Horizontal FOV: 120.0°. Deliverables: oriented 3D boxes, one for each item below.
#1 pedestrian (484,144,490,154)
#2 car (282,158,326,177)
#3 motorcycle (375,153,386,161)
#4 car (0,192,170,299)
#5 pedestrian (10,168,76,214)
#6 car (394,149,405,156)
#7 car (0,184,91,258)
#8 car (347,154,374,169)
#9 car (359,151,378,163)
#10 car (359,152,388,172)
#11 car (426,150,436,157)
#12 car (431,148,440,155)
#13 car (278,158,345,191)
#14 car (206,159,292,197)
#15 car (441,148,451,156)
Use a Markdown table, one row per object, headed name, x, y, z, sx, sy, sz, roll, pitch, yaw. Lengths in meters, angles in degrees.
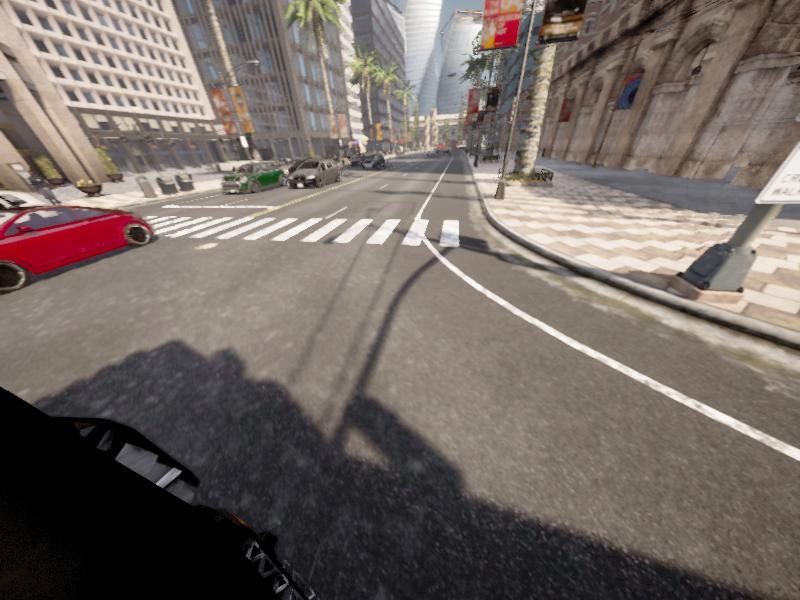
| name | x | y | z | sx | sy | sz | roll | pitch | yaw |
| --- | --- | --- | --- | --- | --- | --- | --- | --- | --- |
| pedestrian | 18.745 | -32.509 | 49.706 | 0.751 | 1.860 | 0.751 | 7 | 35 | 14 |
| car | -10.603 | -15.019 | 26.061 | 2.163 | 1.488 | 4.792 | 5 | 34 | 11 |
| motorcycle | -4.255 | -30.924 | 49.859 | 0.764 | 1.277 | 2.356 | 25 | 42 | 35 |
| car | -8.770 | -1.451 | 5.539 | 1.994 | 1.385 | 4.181 | 2 | 34 | 7 |
| pedestrian | -16.744 | -5.139 | 10.914 | 0.751 | 1.860 | 0.751 | -25 | 40 | -30 |
| car | 0.029 | -43.121 | 67.686 | 2.231 | 1.521 | 4.892 | 5 | 34 | 11 |
| car | -12.539 | -1.790 | 6.048 | 2.242 | 1.667 | 4.611 | 5 | 34 | 11 |
| car | -5.527 | -19.831 | 32.916 | 2.038 | 1.542 | 4.974 | 5 | 34 | 11 |
| car | -5.892 | -27.146 | 43.756 | 2.185 | 1.767 | 4.553 | 5 | 34 | 11 |
| car | -3.134 | -16.937 | 28.281 | 2.033 | 1.649 | 4.856 | 5 | 35 | 11 |
| car | 7.762 | -36.396 | 57.193 | 1.895 | 1.301 | 4.718 | 5 | 34 | 11 |
| car | 10.596 | -44.243 | 68.575 | 2.038 | 1.542 | 4.974 | 5 | 34 | 11 |
| car | -6.131 | -9.218 | 16.804 | 2.242 | 1.667 | 4.611 | 5 | 34 | 11 |
| car | -9.975 | -8.470 | 15.841 | 2.097 | 1.767 | 4.553 | 5 | 34 | 11 |
| car | 11.946 | -38.277 | 59.538 | 2.128 | 1.511 | 4.902 | 5 | 34 | 11 |
